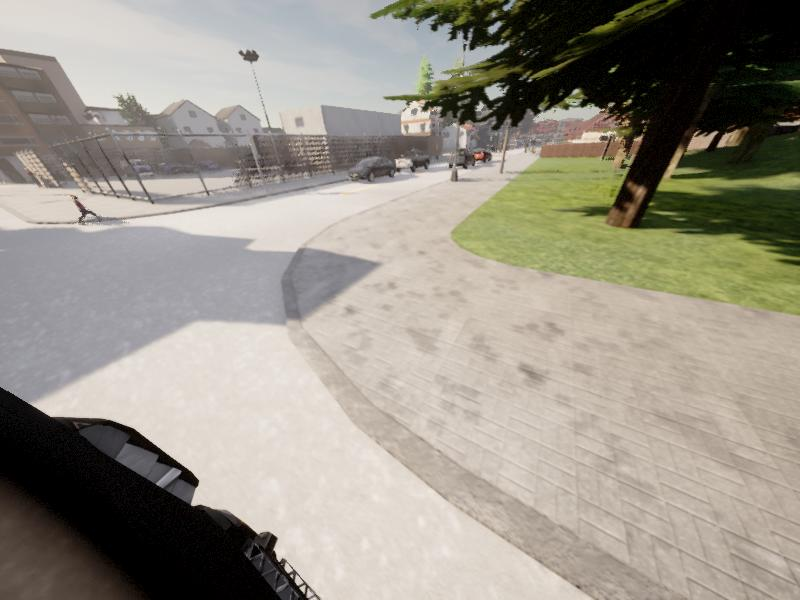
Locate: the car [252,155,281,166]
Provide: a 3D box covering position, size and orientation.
[{"bbox_3d":[-24.582,-25.719,42.592,4.611,1.667,2.242,16,38,26],"label":"car"}]

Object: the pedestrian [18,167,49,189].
[{"bbox_3d":[-35.907,-11.954,22.640,0.751,1.860,0.751,16,38,26],"label":"pedestrian"}]

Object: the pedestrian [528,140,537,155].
[{"bbox_3d":[19.666,-22.619,34.251,0.751,1.860,0.751,12,37,22],"label":"pedestrian"}]

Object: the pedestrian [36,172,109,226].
[{"bbox_3d":[-12.917,-4.005,9.178,0.751,1.860,0.751,15,38,25],"label":"pedestrian"}]

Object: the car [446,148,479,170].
[{"bbox_3d":[6.276,-14.121,23.061,1.851,1.617,3.988,16,38,26],"label":"car"}]

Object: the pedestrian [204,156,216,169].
[{"bbox_3d":[-34.015,-24.623,41.403,0.751,1.860,0.751,12,36,21],"label":"pedestrian"}]

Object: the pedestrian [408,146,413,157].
[{"bbox_3d":[2.085,-28.804,44.831,0.751,1.860,0.751,17,39,27],"label":"pedestrian"}]

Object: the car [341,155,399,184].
[{"bbox_3d":[-2.117,-10.234,18.010,1.837,1.490,4.892,16,38,26],"label":"car"}]

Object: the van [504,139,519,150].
[{"bbox_3d":[31.291,-43.560,64.718,2.351,2.431,6.366,16,38,26],"label":"van"}]

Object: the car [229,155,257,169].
[{"bbox_3d":[-26.960,-23.727,39.615,3.866,1.878,1.905,16,38,26],"label":"car"}]

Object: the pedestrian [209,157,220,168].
[{"bbox_3d":[-35.775,-26.503,44.534,0.751,1.860,0.751,0,34,4],"label":"pedestrian"}]

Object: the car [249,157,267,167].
[{"bbox_3d":[-25.119,-24.417,40.878,2.207,1.379,1.481,16,38,26],"label":"car"}]

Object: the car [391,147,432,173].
[{"bbox_3d":[1.251,-13.672,22.537,1.932,1.855,4.605,16,38,26],"label":"car"}]

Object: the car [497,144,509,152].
[{"bbox_3d":[25.182,-37.071,56.361,1.816,1.474,4.193,16,38,26],"label":"car"}]

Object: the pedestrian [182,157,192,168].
[{"bbox_3d":[-44.991,-29.029,48.832,0.751,1.860,0.751,16,38,26],"label":"pedestrian"}]

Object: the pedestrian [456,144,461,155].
[{"bbox_3d":[12.370,-32.067,49.107,0.751,1.860,0.751,-2,34,1],"label":"pedestrian"}]

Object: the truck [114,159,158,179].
[{"bbox_3d":[-34.462,-17.097,30.155,4.478,2.038,2.069,16,38,26],"label":"truck"}]

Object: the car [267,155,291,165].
[{"bbox_3d":[-23.622,-27.428,45.192,4.193,1.474,1.816,16,38,26],"label":"car"}]

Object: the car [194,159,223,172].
[{"bbox_3d":[-30.325,-21.263,36.503,3.633,1.501,1.845,16,38,26],"label":"car"}]

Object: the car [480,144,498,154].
[{"bbox_3d":[18.813,-31.947,48.745,3.705,1.549,1.789,-31,43,-35],"label":"car"}]

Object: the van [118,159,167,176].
[{"bbox_3d":[-41.445,-21.466,37.336,2.069,2.038,4.480,16,38,26],"label":"van"}]

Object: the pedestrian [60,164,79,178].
[{"bbox_3d":[-52.143,-20.376,36.454,0.751,1.860,0.751,11,36,20],"label":"pedestrian"}]

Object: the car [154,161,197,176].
[{"bbox_3d":[-32.068,-18.907,33.103,1.789,1.547,3.705,16,38,26],"label":"car"}]

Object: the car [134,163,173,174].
[{"bbox_3d":[-43.639,-23.429,41.040,1.994,1.385,4.181,16,38,26],"label":"car"}]

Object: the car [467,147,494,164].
[{"bbox_3d":[9.665,-17.299,27.615,2.007,1.525,4.514,15,38,25],"label":"car"}]

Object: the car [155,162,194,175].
[{"bbox_3d":[-32.317,-18.774,33.053,5.357,1.415,2.033,16,38,26],"label":"car"}]

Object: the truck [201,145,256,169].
[{"bbox_3d":[-36.834,-31.080,50.110,2.891,3.827,8.468,16,38,26],"label":"truck"}]

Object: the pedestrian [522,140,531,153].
[{"bbox_3d":[21.805,-26.440,39.789,0.751,1.860,0.751,18,39,29],"label":"pedestrian"}]

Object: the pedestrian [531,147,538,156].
[{"bbox_3d":[18.403,-20.372,31.678,0.500,1.100,0.500,18,39,28],"label":"pedestrian"}]

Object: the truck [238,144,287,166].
[{"bbox_3d":[-30.719,-32.710,52.074,2.891,3.827,8.468,16,38,26],"label":"truck"}]
